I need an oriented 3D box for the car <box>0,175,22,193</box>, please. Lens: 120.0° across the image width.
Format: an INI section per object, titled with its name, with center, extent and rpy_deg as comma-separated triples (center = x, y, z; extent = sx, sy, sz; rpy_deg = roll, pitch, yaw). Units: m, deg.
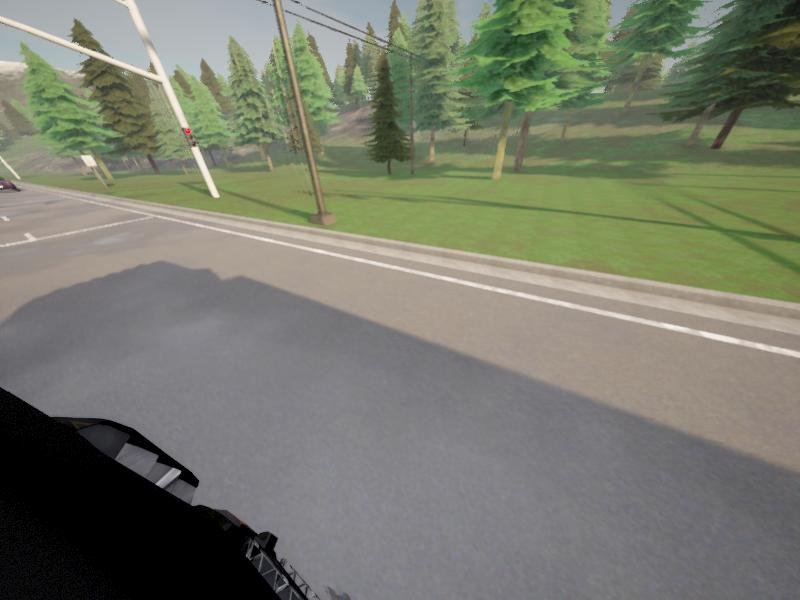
[car]
center = -42.060, -12.126, 24.129
extent = 4.193, 1.474, 1.816
rpy_deg = 16, 38, 26
